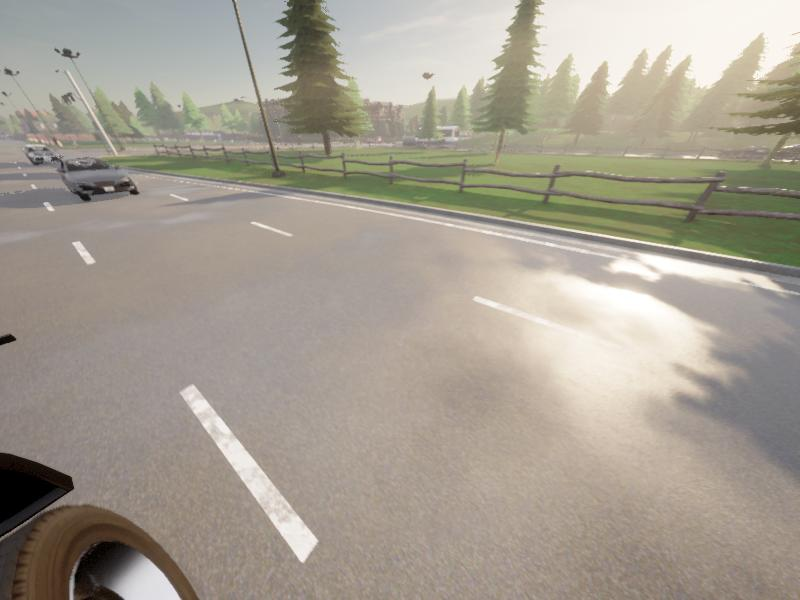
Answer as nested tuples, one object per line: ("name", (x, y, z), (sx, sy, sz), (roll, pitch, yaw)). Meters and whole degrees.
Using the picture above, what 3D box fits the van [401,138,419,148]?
("van", (2.648, -42.170, 61.951), (4.442, 1.987, 1.775), (22, 41, 28))

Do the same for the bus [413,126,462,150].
("bus", (8.617, -38.090, 54.263), (10.273, 4.253, 3.944), (22, 41, 28))

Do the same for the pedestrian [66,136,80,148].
("pedestrian", (-65.394, -31.647, 46.207), (0.751, 1.860, 0.751), (26, 42, 31))

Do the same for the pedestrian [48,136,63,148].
("pedestrian", (-67.025, -30.745, 44.915), (0.751, 1.860, 0.751), (20, 40, 25))

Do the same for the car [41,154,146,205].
("car", (-13.593, -5.472, 10.251), (4.193, 1.474, 1.816), (22, 41, 28))

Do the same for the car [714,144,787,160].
("car", (48.567, -20.689, 32.248), (5.238, 1.638, 1.930), (22, 41, 28))

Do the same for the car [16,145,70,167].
("car", (-32.062, -13.011, 20.757), (3.806, 1.475, 1.970), (22, 41, 28))
